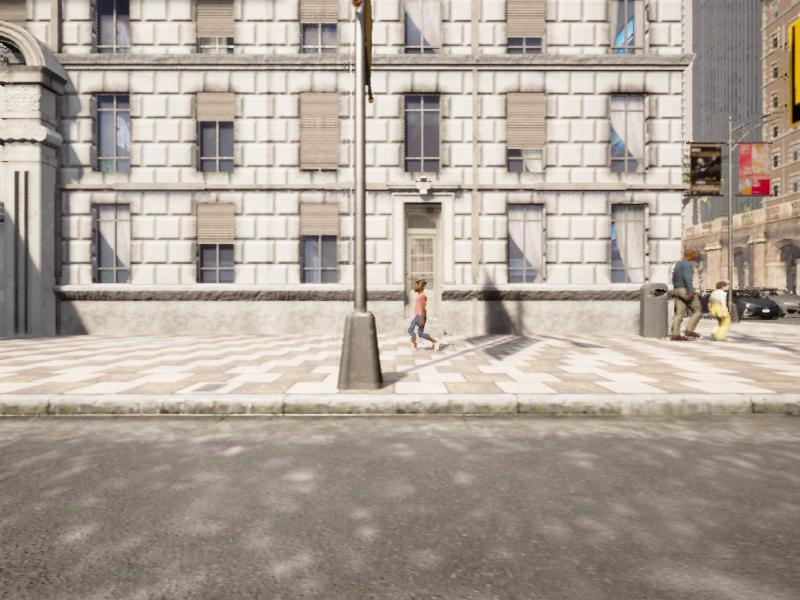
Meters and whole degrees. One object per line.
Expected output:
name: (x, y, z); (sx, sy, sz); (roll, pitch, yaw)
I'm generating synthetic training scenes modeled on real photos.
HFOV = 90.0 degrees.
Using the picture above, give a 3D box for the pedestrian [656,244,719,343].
pedestrian: (5.633, -0.120, 7.883); (0.751, 1.860, 0.751); (0, 0, 9)

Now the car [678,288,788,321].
car: (17.190, 0.214, 21.040); (2.007, 1.525, 4.514); (0, 0, 0)

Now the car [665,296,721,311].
car: (27.687, 0.320, 37.994); (1.895, 1.301, 4.718); (0, 0, 0)

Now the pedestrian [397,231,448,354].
pedestrian: (0.338, -0.115, 6.467); (0.751, 1.860, 0.751); (0, 0, -3)

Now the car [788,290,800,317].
car: (24.180, 0.181, 21.278); (1.801, 1.575, 5.366); (0, 0, 0)

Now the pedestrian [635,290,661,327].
pedestrian: (7.686, 0.259, 12.392); (0.500, 1.100, 0.500); (0, 0, 2)

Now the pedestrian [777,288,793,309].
pedestrian: (35.315, -0.146, 36.660); (0.751, 1.860, 0.751); (0, 0, 2)

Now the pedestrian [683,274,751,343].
pedestrian: (6.267, 0.160, 7.950); (0.751, 1.300, 0.751); (0, 0, -1)

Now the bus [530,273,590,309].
bus: (20.868, -1.160, 53.230); (3.944, 4.253, 10.273); (0, 1, 0)

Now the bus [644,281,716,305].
bus: (51.065, -1.183, 73.172); (10.273, 4.253, 3.944); (0, 0, 0)

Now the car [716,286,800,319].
car: (20.678, 0.139, 22.474); (2.242, 1.667, 4.611); (0, 0, 0)
